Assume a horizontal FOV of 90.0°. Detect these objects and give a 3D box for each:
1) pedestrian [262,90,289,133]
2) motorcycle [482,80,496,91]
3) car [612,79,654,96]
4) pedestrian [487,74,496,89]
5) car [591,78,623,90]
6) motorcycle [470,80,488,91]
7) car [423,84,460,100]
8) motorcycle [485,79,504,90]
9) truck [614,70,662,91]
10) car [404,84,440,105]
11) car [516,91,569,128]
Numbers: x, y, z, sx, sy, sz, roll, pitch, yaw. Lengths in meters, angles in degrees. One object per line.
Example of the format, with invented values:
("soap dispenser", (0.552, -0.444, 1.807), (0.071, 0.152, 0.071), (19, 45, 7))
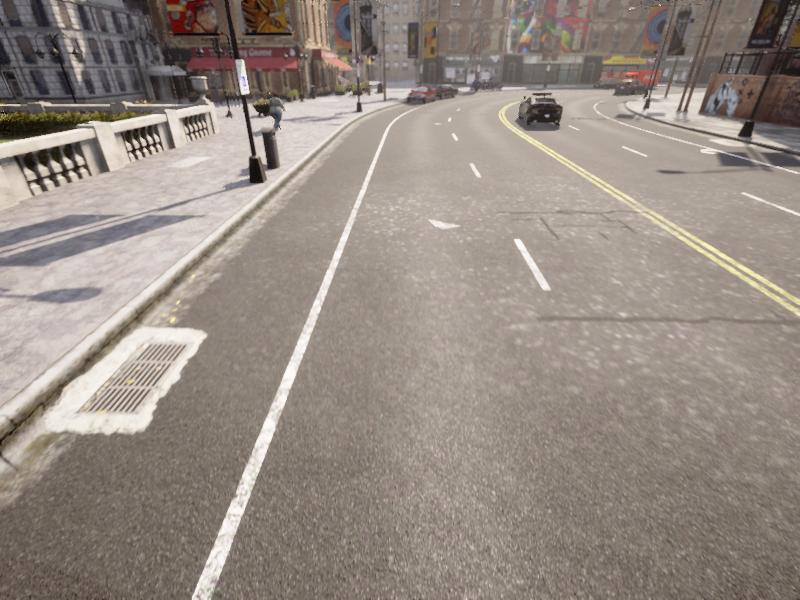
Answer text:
("pedestrian", (-6.097, -9.271, 19.666), (0.751, 1.860, 0.751), (5, 31, 9))
("motorcycle", (12.239, -29.552, 55.043), (1.805, 1.236, 0.856), (6, 31, 10))
("car", (28.502, -26.011, 48.936), (4.611, 1.667, 2.242), (-19, 35, -28))
("pedestrian", (13.159, -31.306, 57.330), (0.751, 1.860, 0.751), (-17, 35, -27))
("car", (31.083, -32.500, 60.172), (3.806, 1.475, 1.970), (-11, 32, -19))
("motorcycle", (10.690, -29.155, 54.306), (2.209, 1.251, 0.867), (6, 31, 10))
("car", (4.469, -22.217, 42.693), (1.895, 1.301, 4.718), (17, 34, 27))
("motorcycle", (13.193, -30.051, 55.839), (2.356, 1.277, 0.764), (6, 31, 10))
("truck", (34.238, -31.651, 57.647), (5.204, 2.467, 2.627), (-9, 32, -15))
("car", (2.162, -19.633, 38.127), (2.002, 1.452, 4.674), (11, 32, 18))
("car", (8.563, -11.799, 24.544), (1.930, 1.638, 5.238), (3, 30, 6))
